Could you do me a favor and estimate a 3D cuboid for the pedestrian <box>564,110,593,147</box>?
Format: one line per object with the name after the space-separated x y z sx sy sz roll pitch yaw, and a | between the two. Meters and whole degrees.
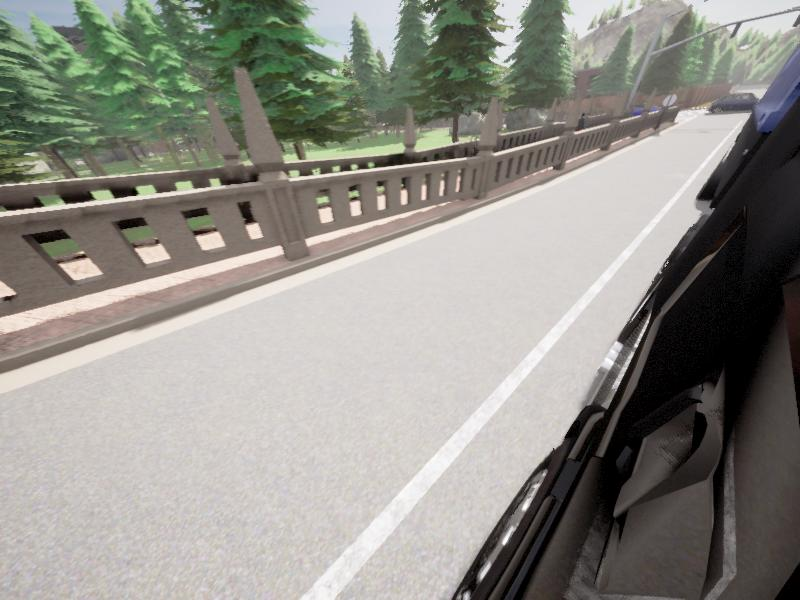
11.869 -11.385 15.389 0.751 1.860 0.751 -29 44 -26 | pedestrian

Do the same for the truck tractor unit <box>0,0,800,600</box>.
2.645 -0.295 0.351 6.516 4.208 3.053 -28 44 -30 | truck tractor unit

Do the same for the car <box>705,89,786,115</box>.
37.832 -21.883 25.572 4.553 1.767 2.097 26 48 33 | car

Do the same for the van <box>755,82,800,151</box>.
20.931 -9.256 11.388 2.351 2.431 6.366 27 49 35 | van

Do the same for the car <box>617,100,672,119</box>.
32.013 -24.975 30.407 2.007 1.525 4.514 -31 45 -28 | car

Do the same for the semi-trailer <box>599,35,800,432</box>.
8.638 -3.703 4.199 14.254 4.402 2.717 -29 44 -30 | semi-trailer
